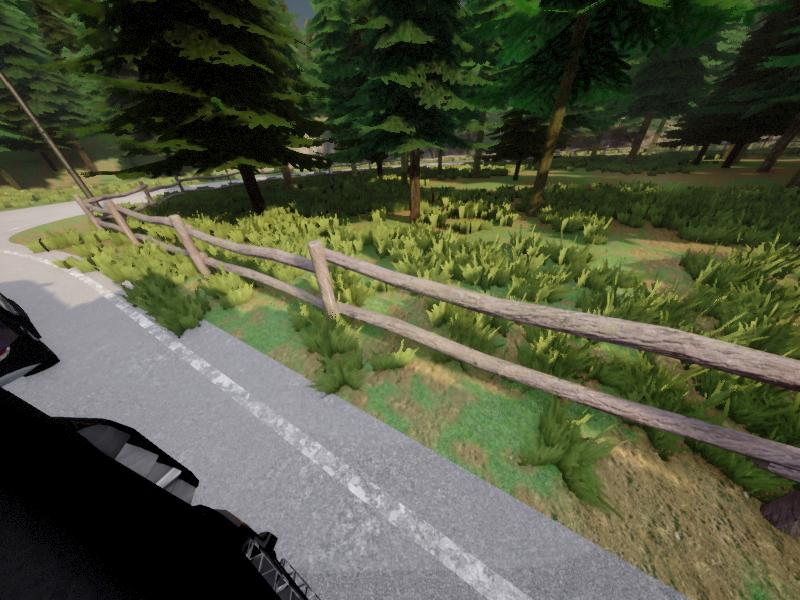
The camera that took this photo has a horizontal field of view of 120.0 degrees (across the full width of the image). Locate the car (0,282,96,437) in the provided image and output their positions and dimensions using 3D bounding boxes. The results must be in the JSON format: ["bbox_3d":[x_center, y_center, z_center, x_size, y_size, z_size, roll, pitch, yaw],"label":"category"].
[{"bbox_3d":[-6.247,0.280,2.535,4.856,1.649,2.033,14,37,24],"label":"car"}]
